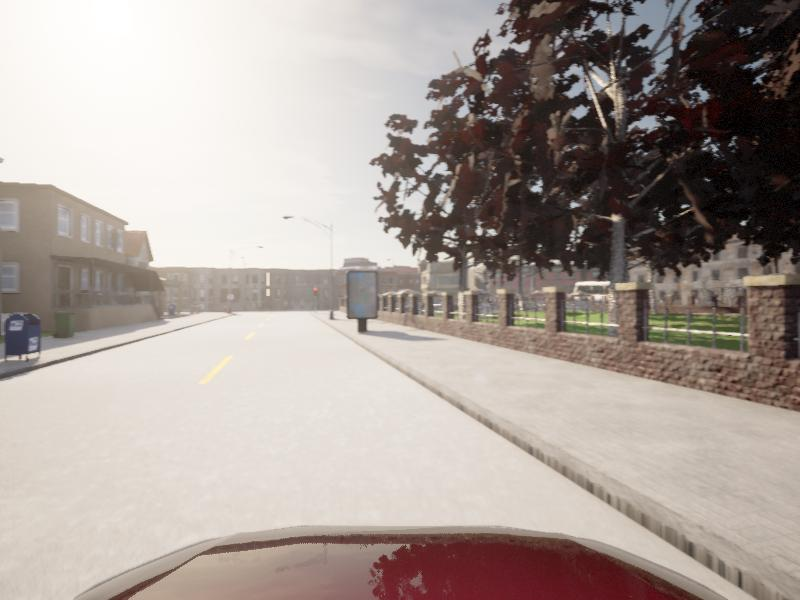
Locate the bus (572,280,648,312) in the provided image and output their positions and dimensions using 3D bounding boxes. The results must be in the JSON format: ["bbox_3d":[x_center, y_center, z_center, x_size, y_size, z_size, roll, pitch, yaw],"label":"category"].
[{"bbox_3d":[30.806,-0.669,59.557,3.944,4.253,10.273,0,2,-16],"label":"bus"}]

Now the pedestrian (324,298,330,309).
[{"bbox_3d":[-12.135,0.568,66.536,0.751,1.860,0.751,0,0,-19],"label":"pedestrian"}]

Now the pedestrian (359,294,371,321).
[{"bbox_3d":[-2.477,0.536,28.053,0.751,1.860,0.751,0,0,-14],"label":"pedestrian"}]

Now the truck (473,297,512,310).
[{"bbox_3d":[15.931,0.605,68.898,6.274,2.098,2.390,0,0,-16],"label":"truck"}]

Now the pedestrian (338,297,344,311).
[{"bbox_3d":[-7.853,0.545,53.024,0.751,1.860,0.751,0,0,-15],"label":"pedestrian"}]
